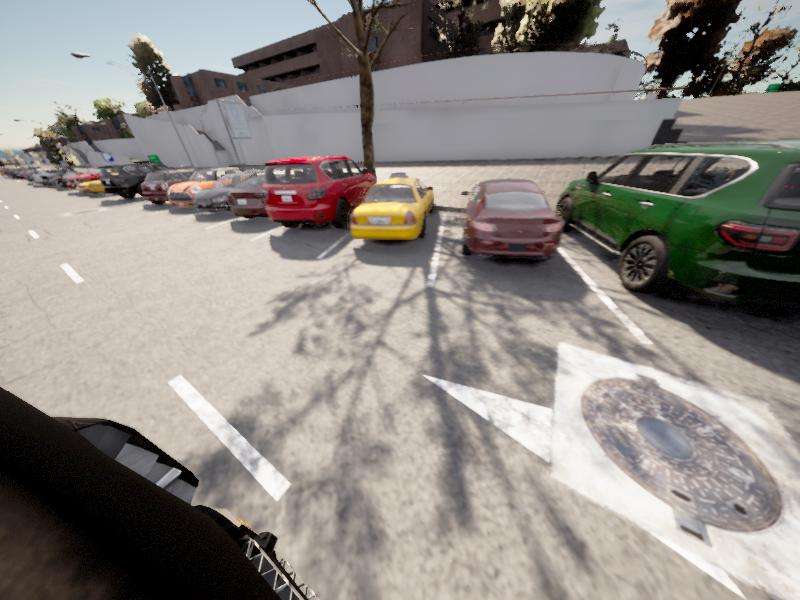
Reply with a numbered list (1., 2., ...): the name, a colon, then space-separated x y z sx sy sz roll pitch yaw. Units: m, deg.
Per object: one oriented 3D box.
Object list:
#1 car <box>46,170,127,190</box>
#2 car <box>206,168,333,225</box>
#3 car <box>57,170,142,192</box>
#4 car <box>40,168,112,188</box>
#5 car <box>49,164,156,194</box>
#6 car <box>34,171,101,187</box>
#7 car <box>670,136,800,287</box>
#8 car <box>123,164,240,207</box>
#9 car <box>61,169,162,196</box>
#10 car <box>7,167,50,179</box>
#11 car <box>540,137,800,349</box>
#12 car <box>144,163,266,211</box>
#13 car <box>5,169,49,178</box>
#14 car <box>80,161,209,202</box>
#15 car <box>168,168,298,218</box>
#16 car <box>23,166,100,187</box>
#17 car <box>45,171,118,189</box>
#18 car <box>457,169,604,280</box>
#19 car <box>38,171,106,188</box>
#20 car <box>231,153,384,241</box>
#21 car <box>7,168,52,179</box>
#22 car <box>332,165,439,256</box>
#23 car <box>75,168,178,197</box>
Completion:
1. car: -35.736 -13.857 26.595 2.097 1.535 5.008 4 33 11
2. car: -5.097 -4.678 10.081 2.163 1.488 4.792 4 34 11
3. car: -30.627 -12.308 23.819 2.163 1.488 4.792 4 33 11
4. car: -40.834 -15.502 29.324 2.185 1.767 4.553 5 33 11
5. car: -28.084 -11.785 22.283 2.435 2.045 5.566 5 33 11
6. car: -45.946 -16.904 32.169 2.163 1.488 4.792 4 34 11
7. car: 7.652 -0.974 2.978 2.435 2.045 5.566 5 34 11
8. car: -12.773 -7.095 14.069 2.185 1.767 4.553 4 33 11
9. car: -25.556 -10.734 20.904 1.946 1.575 5.366 5 33 11
10. car: -84.236 -29.015 52.537 1.878 1.987 4.442 5 34 11
11. car: 5.105 -1.794 4.416 2.435 2.045 5.566 5 34 11
12. car: -10.200 -6.357 12.745 2.185 1.767 4.553 5 34 11
13. car: -86.791 -29.550 53.912 2.231 1.521 4.892 5 34 11
14. car: -17.877 -8.770 16.806 2.435 2.045 5.566 4 33 11
15. car: -7.647 -5.463 11.419 2.231 1.521 4.892 5 34 11
16. car: -48.509 -17.910 33.391 2.435 2.045 5.566 4 34 11
17. car: -38.281 -14.587 28.008 2.002 1.452 4.674 5 33 11
18. car: 2.557 -2.316 5.931 2.002 1.452 4.674 4 34 11
19. car: -43.384 -16.108 30.771 2.002 1.452 4.674 5 34 11
20. car: -2.553 -4.136 8.553 2.435 2.045 5.566 4 34 11
21. car: -81.722 -28.060 51.120 2.185 1.767 4.553 5 34 11
22. car: 0.043 -3.235 7.442 1.946 1.575 5.366 4 34 11
23. car: -22.936 -10.173 19.829 1.946 1.575 5.366 4 33 11
